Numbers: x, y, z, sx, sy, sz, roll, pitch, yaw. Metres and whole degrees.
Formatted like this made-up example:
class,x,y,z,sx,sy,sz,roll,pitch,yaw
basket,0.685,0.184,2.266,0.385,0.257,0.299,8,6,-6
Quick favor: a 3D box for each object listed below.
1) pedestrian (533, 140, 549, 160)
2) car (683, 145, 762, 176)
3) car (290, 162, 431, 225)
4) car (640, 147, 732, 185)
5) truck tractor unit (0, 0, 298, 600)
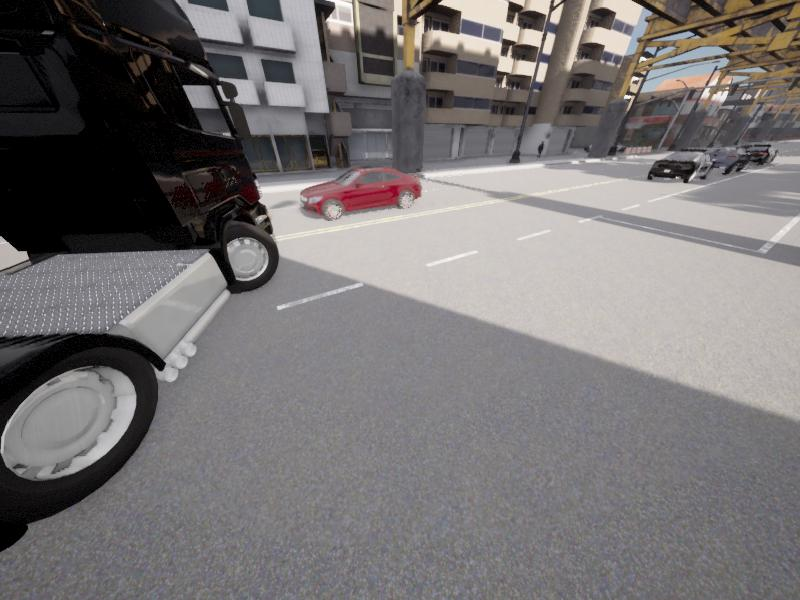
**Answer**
class,x,y,z,sx,sy,sz,roll,pitch,yaw
pedestrian,15.497,-16.524,25.445,0.751,1.860,0.751,-18,39,-23
car,24.273,-10.606,17.400,5.027,1.651,2.152,-19,39,-24
car,-1.315,-4.171,8.687,4.674,1.442,1.812,-19,39,-24
car,17.643,-8.374,14.279,5.238,1.638,1.930,-19,39,-24
truck tractor unit,-3.643,-0.851,1.551,3.053,4.208,6.516,-3,35,-5
